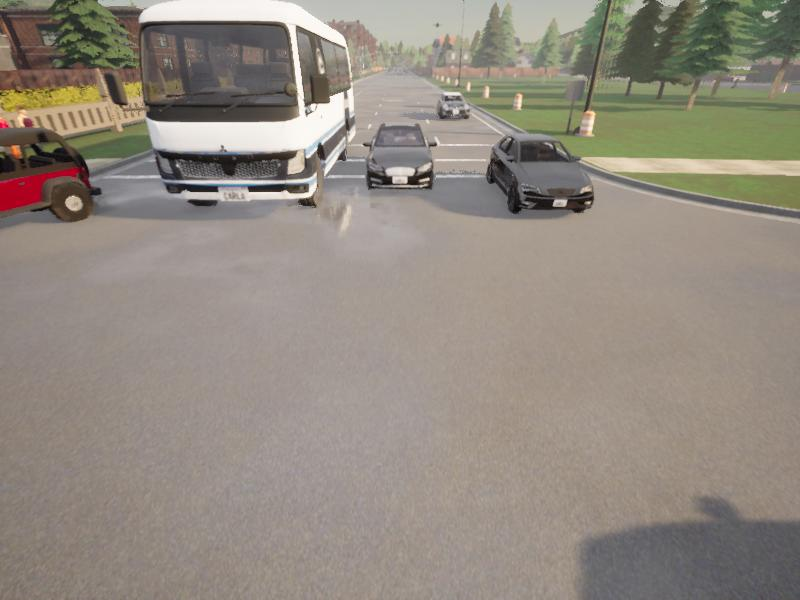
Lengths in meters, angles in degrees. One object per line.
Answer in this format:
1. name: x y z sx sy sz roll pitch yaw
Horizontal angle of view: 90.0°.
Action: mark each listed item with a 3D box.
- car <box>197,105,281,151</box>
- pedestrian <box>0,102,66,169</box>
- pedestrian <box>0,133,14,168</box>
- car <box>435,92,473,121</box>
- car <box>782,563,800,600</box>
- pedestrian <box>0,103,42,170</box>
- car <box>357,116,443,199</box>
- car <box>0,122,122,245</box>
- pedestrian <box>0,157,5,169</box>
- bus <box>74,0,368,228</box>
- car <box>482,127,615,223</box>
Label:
1. car: -7.003 -7.775 17.926 1.994 1.385 4.181 0 30 0
2. pedestrian: -11.598 -5.187 12.667 0.751 1.860 0.751 -5 31 -9
3. pedestrian: -13.305 -5.185 12.664 0.751 1.860 0.751 -8 31 -14
4. car: 3.494 -12.883 26.547 1.970 1.475 3.806 0 30 0
5. car: 5.267 1.701 1.521 5.366 1.575 1.801 0 30 1
6. pedestrian: -12.327 -5.152 12.607 0.751 1.860 0.751 -8 31 -14
7. car: 0.003 -4.559 12.291 2.128 1.511 4.902 0 30 0
8. car: -8.474 -2.345 8.132 1.905 1.878 3.866 14 33 22
9. pedestrian: -13.193 -4.912 12.198 0.751 1.860 0.751 3 31 6
10. bus: -3.382 -5.926 11.921 3.944 4.253 10.273 0 30 0
11. car: 3.499 -3.427 10.391 1.816 1.474 4.193 0 30 0
